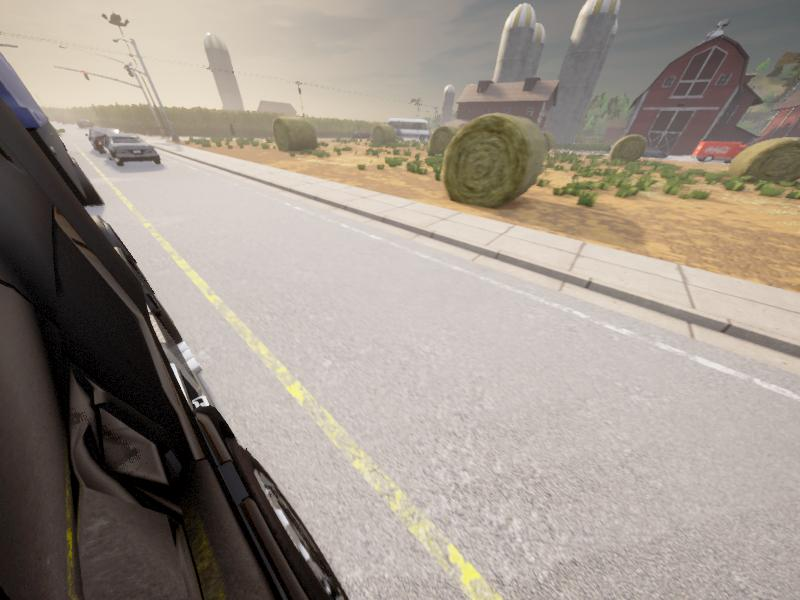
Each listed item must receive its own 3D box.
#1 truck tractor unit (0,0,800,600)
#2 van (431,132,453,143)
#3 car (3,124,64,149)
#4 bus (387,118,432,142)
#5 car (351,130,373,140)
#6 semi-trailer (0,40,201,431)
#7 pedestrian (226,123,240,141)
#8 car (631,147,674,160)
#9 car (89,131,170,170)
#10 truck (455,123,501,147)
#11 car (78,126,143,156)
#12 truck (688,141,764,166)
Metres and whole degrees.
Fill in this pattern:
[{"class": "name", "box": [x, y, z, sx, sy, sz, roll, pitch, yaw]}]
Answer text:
[{"class": "truck tractor unit", "box": [-2.645, -0.295, 0.351, 6.516, 4.208, 3.053, 28, 44, 30]}, {"class": "van", "box": [9.954, -39.022, 55.436, 4.480, 2.038, 2.069, 25, 42, 27]}, {"class": "car", "box": [-28.761, -12.991, 18.297, 4.181, 1.385, 1.994, 29, 44, 31]}, {"class": "bus", "box": [2.249, -40.795, 55.496, 10.273, 4.253, 3.944, 7, 37, 6]}, {"class": "car", "box": [-8.554, -37.517, 52.480, 2.097, 1.767, 4.553, 26, 42, 28]}, {"class": "semi-trailer", "box": [-8.696, -3.585, 4.261, 14.254, 4.402, 2.717, 28, 43, 30]}, {"class": "pedestrian", "box": [-22.294, -22.459, 30.871, 0.751, 1.860, 0.751, 25, 42, 27]}, {"class": "car", "box": [38.864, -22.746, 35.768, 4.181, 1.385, 1.994, 25, 43, 28]}, {"class": "car", "box": [-15.635, -8.711, 13.312, 5.357, 1.411, 2.033, 28, 43, 30]}, {"class": "truck", "box": [17.046, -36.461, 50.916, 8.468, 3.827, 2.891, 25, 42, 27]}, {"class": "car", "box": [-21.281, -11.729, 16.968, 4.792, 1.488, 2.163, 28, 43, 30]}, {"class": "truck", "box": [44.838, -20.418, 32.096, 5.204, 2.467, 2.627, 25, 42, 27]}]
